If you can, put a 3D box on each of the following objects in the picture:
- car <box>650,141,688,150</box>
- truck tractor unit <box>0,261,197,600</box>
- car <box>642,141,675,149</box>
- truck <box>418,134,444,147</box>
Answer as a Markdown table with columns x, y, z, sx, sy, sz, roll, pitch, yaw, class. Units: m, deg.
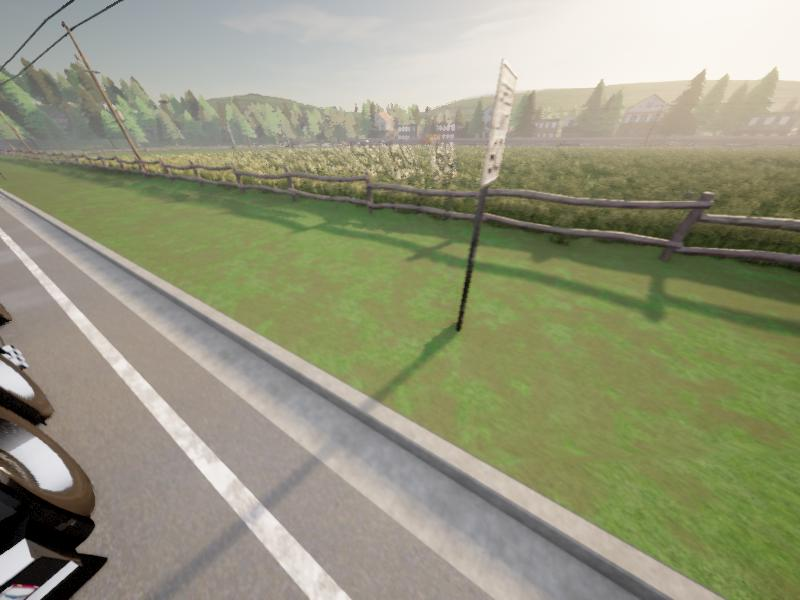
| x | y | z | sx | sy | sz | roll | pitch | yaw | class |
| --- | --- | --- | --- | --- | --- | --- | --- | --- | --- |
| 62.565 | -36.022 | 53.878 | 5.366 | 1.575 | 1.801 | 18 | 39 | 25 | car |
| -5.109 | -0.303 | 0.789 | 6.516 | 4.208 | 3.053 | 18 | 39 | 24 | truck tractor unit |
| 63.476 | -38.038 | 56.772 | 5.008 | 1.535 | 1.882 | 18 | 39 | 25 | car |
| 11.274 | -58.658 | 84.903 | 8.468 | 3.827 | 2.891 | 18 | 39 | 25 | truck |
